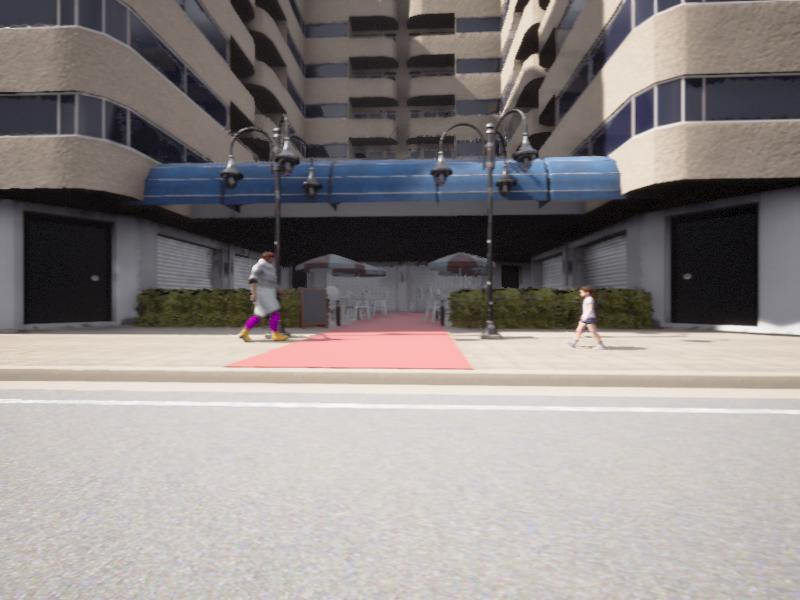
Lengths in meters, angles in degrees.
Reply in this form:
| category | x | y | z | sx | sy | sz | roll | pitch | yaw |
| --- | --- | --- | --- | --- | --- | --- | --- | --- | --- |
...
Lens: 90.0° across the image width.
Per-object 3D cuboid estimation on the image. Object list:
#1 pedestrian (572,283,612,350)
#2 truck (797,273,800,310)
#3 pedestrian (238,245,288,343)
| category | x | y | z | sx | sy | sz | roll | pitch | yaw |
| --- | --- | --- | --- | --- | --- | --- | --- | --- | --- |
| pedestrian | 3.269 | 0.268 | 6.832 | 0.500 | 1.100 | 0.500 | 0 | 0 | 11 |
| truck | 42.554 | -0.903 | 37.283 | 2.891 | 3.827 | 8.468 | 0 | 0 | 3 |
| pedestrian | -2.700 | -0.113 | 7.945 | 0.751 | 1.860 | 0.751 | 0 | 0 | 0 |
